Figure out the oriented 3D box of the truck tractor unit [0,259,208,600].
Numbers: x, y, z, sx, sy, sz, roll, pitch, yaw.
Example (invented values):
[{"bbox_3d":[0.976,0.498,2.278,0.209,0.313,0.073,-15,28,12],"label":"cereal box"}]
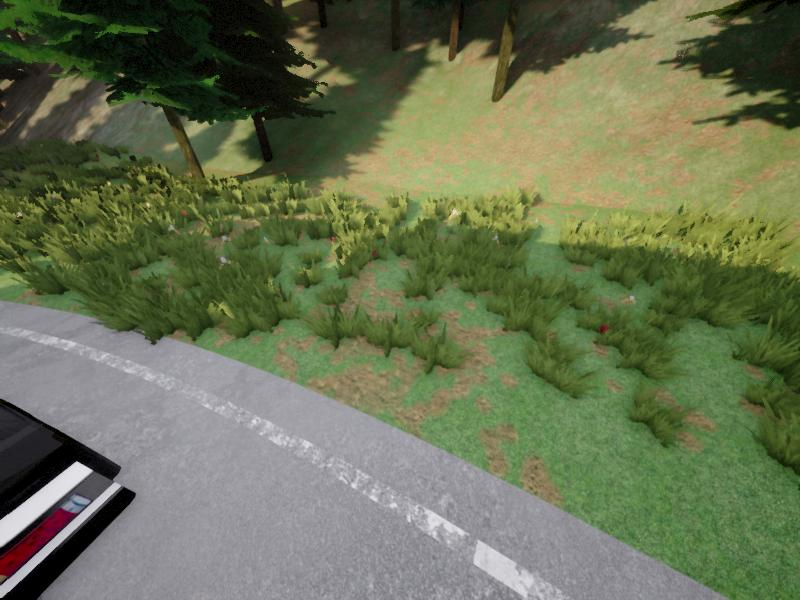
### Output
[{"bbox_3d":[-5.280,-0.079,0.465,6.516,4.208,3.053,10,36,14],"label":"truck tractor unit"}]
